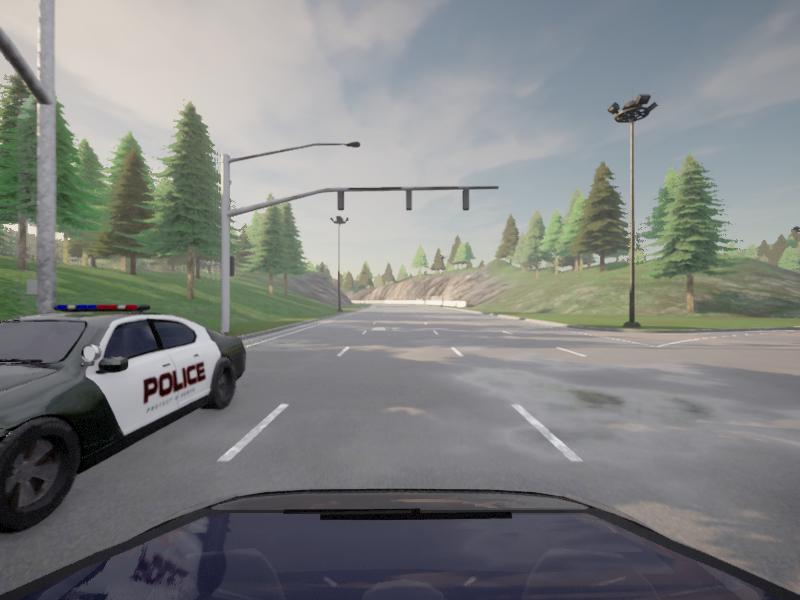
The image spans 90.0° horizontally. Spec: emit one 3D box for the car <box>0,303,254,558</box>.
[{"bbox_3d":[-3.501,0.826,4.296,2.038,1.542,4.974,0,0,0],"label":"car"}]
